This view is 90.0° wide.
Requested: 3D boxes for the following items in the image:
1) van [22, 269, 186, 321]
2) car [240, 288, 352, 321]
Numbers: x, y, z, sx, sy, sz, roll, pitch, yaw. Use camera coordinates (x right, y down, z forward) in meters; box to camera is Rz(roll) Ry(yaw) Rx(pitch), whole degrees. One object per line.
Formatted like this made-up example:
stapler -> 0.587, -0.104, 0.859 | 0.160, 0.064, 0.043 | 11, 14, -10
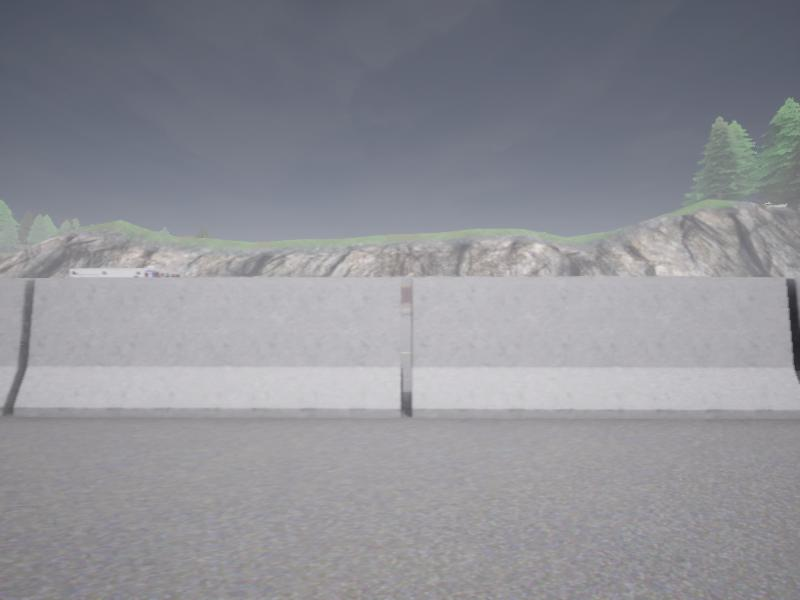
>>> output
van -> -14.329, -0.225, 19.699 | 6.366, 2.431, 2.351 | 0, 0, 0
car -> -5.005, 0.222, 19.701 | 5.008, 1.535, 1.882 | 0, 0, 0
